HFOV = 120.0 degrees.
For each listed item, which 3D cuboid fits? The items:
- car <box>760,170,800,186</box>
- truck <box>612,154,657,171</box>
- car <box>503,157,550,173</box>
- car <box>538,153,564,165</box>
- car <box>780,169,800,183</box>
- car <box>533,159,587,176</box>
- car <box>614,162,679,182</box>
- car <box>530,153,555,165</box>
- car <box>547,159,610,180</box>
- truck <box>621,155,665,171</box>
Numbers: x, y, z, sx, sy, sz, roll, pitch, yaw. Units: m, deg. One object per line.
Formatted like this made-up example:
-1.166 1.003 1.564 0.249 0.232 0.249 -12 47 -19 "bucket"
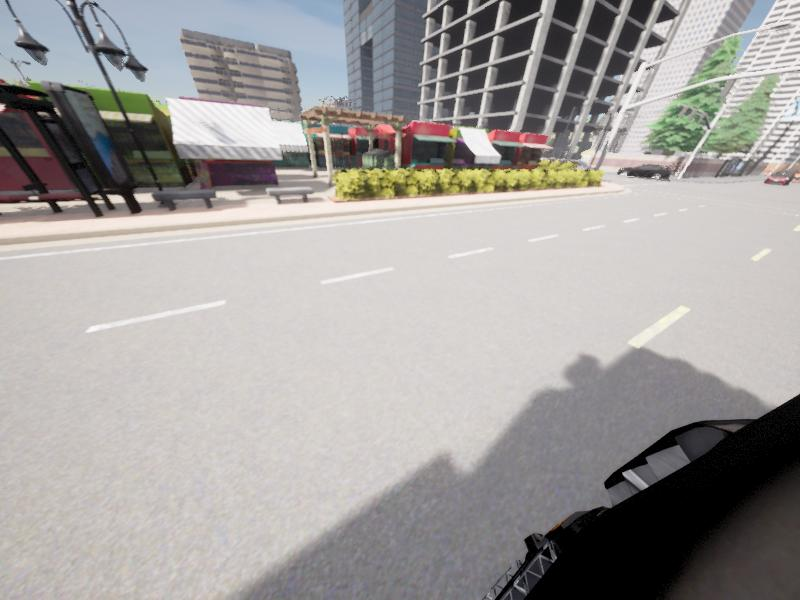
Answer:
48.978 -15.702 29.704 3.988 1.617 1.851 -15 38 -25 "car"
46.385 -27.391 45.941 2.615 2.467 5.204 -15 38 -25 "truck"
16.379 -17.650 30.156 2.163 1.488 4.792 -15 38 -25 "car"
33.074 -30.955 50.733 1.905 1.878 3.866 -15 38 -25 "car"
62.123 -19.324 35.962 4.553 1.767 2.097 -15 38 -25 "car"
20.581 -17.266 29.979 2.033 1.411 5.357 -15 38 -25 "car"
29.944 -15.709 28.234 1.882 1.535 5.008 -22 41 -32 "car"
30.500 -30.257 49.493 1.905 1.878 3.866 -15 38 -25 "car"
19.503 -14.484 25.520 2.033 1.649 4.856 -15 38 -25 "car"
50.158 -28.414 47.759 2.615 2.467 5.204 -15 38 -25 "truck"
